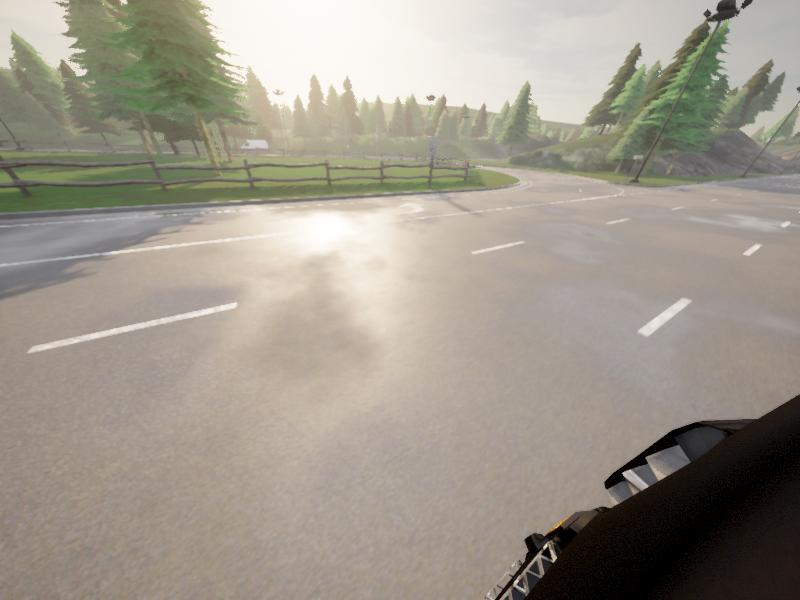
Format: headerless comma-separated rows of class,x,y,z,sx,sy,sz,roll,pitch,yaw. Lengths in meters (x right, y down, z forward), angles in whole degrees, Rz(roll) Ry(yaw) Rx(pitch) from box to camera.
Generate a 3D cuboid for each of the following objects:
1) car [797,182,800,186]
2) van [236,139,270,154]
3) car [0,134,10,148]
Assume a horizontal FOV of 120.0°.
car,59.873,-17.275,33.087,5.027,1.651,2.152,-16,38,-26
van,-32.750,-34.335,51.684,5.915,2.561,1.988,-16,38,-26
car,-61.892,-23.541,33.943,3.866,1.878,1.905,-16,38,-26
